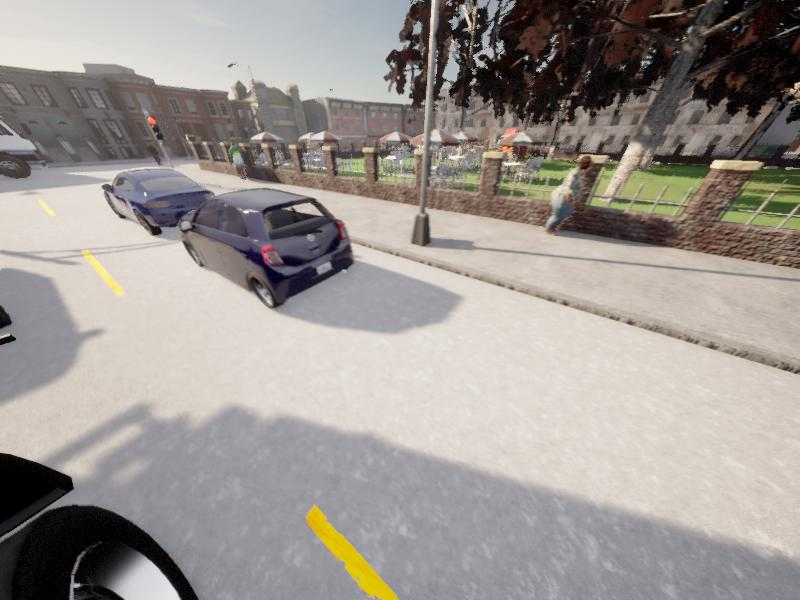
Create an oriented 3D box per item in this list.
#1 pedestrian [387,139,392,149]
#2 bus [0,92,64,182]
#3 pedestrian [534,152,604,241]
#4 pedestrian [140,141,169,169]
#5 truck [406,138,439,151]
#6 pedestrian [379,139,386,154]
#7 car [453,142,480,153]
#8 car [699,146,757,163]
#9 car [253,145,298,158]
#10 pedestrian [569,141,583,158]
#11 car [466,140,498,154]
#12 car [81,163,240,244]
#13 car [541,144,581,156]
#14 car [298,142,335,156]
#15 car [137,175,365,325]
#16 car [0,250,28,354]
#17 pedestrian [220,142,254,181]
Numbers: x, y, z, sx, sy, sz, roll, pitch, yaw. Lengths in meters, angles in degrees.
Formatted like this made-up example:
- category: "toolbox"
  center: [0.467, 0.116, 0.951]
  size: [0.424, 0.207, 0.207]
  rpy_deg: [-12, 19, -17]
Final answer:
- category: "pedestrian"
  center: [-2.323, -33.556, 49.659]
  size: [0.751, 1.860, 0.751]
  rpy_deg: [23, 41, 29]
- category: "bus"
  center: [-26.717, -8.141, 11.471]
  size: [3.944, 4.253, 10.273]
  rpy_deg: [22, 39, 27]
- category: "pedestrian"
  center: [4.103, -2.542, 5.725]
  size: [0.751, 1.860, 0.751]
  rpy_deg: [22, 40, 27]
- category: "pedestrian"
  center: [-20.065, -11.879, 18.893]
  size: [0.751, 1.860, 0.751]
  rpy_deg: [22, 40, 27]
- category: "truck"
  center: [4.538, -31.865, 47.350]
  size: [6.274, 2.098, 2.390]
  rpy_deg: [8, 36, 11]
- category: "pedestrian"
  center: [-2.729, -23.690, 35.658]
  size: [0.751, 1.860, 0.751]
  rpy_deg: [20, 39, 25]
- category: "car"
  center: [12.782, -29.402, 44.439]
  size: [4.514, 1.525, 2.007]
  rpy_deg: [21, 40, 26]
- category: "car"
  center: [40.912, -18.284, 28.964]
  size: [3.633, 1.501, 1.845]
  rpy_deg: [22, 40, 27]
- category: "car"
  center: [-16.280, -19.649, 30.490]
  size: [1.895, 1.301, 4.718]
  rpy_deg: [22, 40, 27]
- category: "pedestrian"
  center: [23.739, -20.315, 31.152]
  size: [0.751, 1.860, 0.751]
  rpy_deg: [-28, 44, -34]
- category: "car"
  center: [14.093, -26.328, 39.781]
  size: [4.605, 1.855, 1.932]
  rpy_deg: [23, 41, 27]
- category: "car"
  center: [-7.359, -3.182, 7.094]
  size: [4.674, 1.442, 1.812]
  rpy_deg: [21, 40, 26]
- category: "car"
  center: [25.922, -24.220, 37.238]
  size: [4.902, 1.511, 2.128]
  rpy_deg: [21, 40, 27]
- category: "car"
  center: [-12.521, -22.932, 34.978]
  size: [1.882, 1.535, 5.008]
  rpy_deg: [22, 40, 27]
- category: "car"
  center: [-2.709, -1.287, 4.381]
  size: [3.633, 1.501, 1.845]
  rpy_deg: [22, 40, 27]
- category: "car"
  center: [-7.316, -0.309, 2.947]
  size: [4.514, 1.525, 2.007]
  rpy_deg: [22, 40, 27]
- category: "pedestrian"
  center: [-9.203, -7.841, 13.086]
  size: [0.751, 1.860, 0.751]
  rpy_deg: [22, 40, 27]
